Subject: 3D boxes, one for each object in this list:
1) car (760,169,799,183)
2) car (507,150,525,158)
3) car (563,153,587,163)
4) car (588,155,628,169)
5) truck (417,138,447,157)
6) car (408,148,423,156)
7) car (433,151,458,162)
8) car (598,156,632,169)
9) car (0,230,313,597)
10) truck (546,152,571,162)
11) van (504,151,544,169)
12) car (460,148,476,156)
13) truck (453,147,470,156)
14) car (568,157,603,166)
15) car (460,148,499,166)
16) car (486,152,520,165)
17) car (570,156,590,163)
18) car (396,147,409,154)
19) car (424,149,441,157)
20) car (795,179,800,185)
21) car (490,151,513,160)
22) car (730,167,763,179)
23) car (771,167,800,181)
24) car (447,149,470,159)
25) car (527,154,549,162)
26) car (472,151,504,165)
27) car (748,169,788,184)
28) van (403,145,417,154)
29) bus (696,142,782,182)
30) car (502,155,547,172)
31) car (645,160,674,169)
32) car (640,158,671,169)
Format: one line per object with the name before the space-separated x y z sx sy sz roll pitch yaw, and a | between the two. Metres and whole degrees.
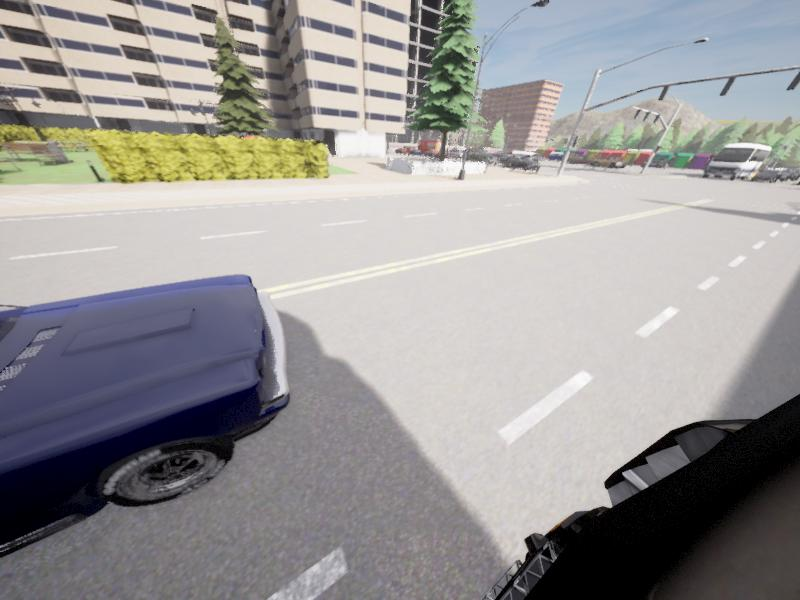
car | 57.027 -18.693 34.711 4.902 1.511 2.128 -15 38 -25
car | 36.292 -45.732 72.526 1.932 1.855 4.605 -16 38 -26
car | 48.594 -39.534 64.287 1.932 1.855 4.605 -16 38 -26
car | 37.811 -25.165 42.157 1.932 1.855 4.605 -16 38 -26
truck | 8.040 -40.054 60.462 2.891 3.827 8.468 -16 38 -26
car | 4.089 -39.040 60.838 1.970 1.475 3.806 -16 38 -26
car | 8.456 -26.871 43.089 1.812 1.442 4.674 -16 38 -26
car | 40.346 -25.852 43.375 1.905 1.878 3.866 -16 38 -26
car | -3.247 0.800 1.300 4.718 1.301 1.895 -16 38 -26
truck | 41.507 -37.549 60.630 2.069 2.038 4.478 -16 38 -26
van | 18.451 -21.017 34.649 2.069 2.038 4.480 -16 38 -26
car | 20.897 -45.460 70.937 1.932 1.855 4.605 -16 38 -26
truck | 18.427 -44.787 69.579 2.069 2.038 4.478 -16 38 -26
car | 39.484 -29.570 49.236 2.033 1.415 5.357 -16 38 -26
car | 12.595 -22.984 37.106 2.150 2.045 5.566 -16 38 -26
car | 18.128 -25.066 40.983 1.930 1.638 5.238 -16 38 -26
car | 51.127 -40.044 65.615 1.784 1.438 3.905 -16 38 -26
car | 0.559 -42.579 65.812 1.970 1.475 3.806 -16 38 -26
car | 7.716 -35.440 55.705 1.970 1.475 3.806 -16 38 -26
car | 54.329 -15.816 30.068 4.856 1.649 2.033 -14 38 -25
car | 25.916 -37.008 59.099 2.242 1.667 4.611 -16 38 -26
car | 56.886 -20.919 37.916 5.008 1.535 1.882 -15 38 -25
car | 63.892 -20.666 37.857 4.553 1.767 2.097 -15 38 -25
car | 13.363 -33.747 53.501 2.152 1.651 5.027 -16 38 -26
car | 33.989 -35.105 57.030 1.970 1.475 3.806 -16 38 -26
car | 14.983 -24.336 39.624 2.242 1.667 4.611 -16 39 -26
car | 49.945 -16.818 31.341 4.892 1.490 1.837 -15 38 -25
van | 2.880 -44.418 68.183 1.775 1.987 4.442 -16 38 -26
bus | 48.238 -19.638 32.921 10.273 4.253 3.944 -15 38 -25
car | 16.757 -18.578 31.376 2.128 1.511 4.902 -16 38 -26
car | 59.832 -31.241 53.294 1.970 1.475 3.806 -16 38 -26
car | 57.329 -30.728 51.912 1.905 1.878 3.866 -16 38 -26
